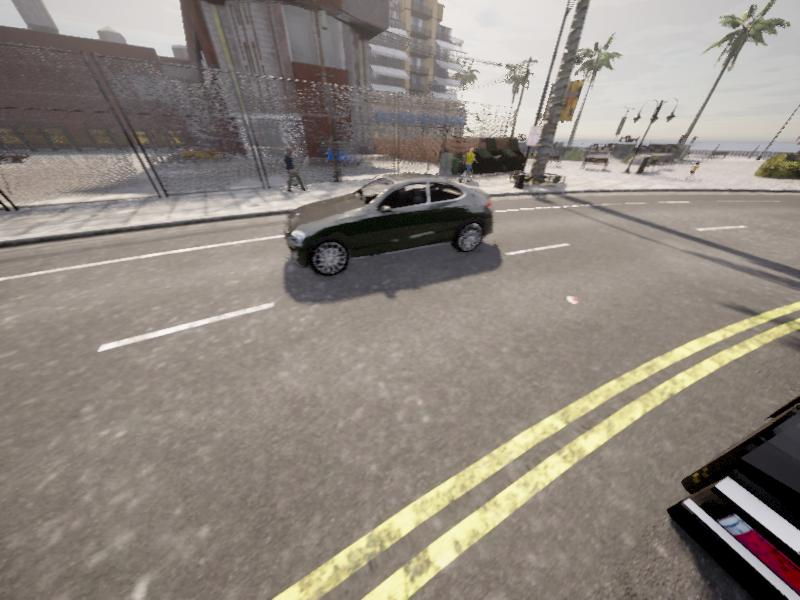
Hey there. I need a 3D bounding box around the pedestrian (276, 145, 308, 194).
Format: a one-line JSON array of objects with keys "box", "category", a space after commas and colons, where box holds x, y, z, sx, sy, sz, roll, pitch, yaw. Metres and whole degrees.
[{"box": [-4.850, -5.888, 10.461, 0.751, 1.860, 0.751, -21, 40, -27], "category": "pedestrian"}]

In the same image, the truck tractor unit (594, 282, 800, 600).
[{"box": [5.246, -0.139, 0.598, 6.516, 4.208, 3.053, -12, 35, -17], "category": "truck tractor unit"}]

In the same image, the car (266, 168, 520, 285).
[{"box": [-0.113, -2.062, 5.567, 5.027, 1.651, 2.152, -13, 37, -19], "category": "car"}]

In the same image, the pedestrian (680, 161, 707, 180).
[{"box": [20.239, -8.955, 15.947, 0.500, 1.100, 0.500, 1, 35, 1], "category": "pedestrian"}]

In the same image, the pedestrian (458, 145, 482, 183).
[{"box": [4.126, -8.107, 13.795, 0.751, 1.860, 0.751, -14, 38, -20], "category": "pedestrian"}]
